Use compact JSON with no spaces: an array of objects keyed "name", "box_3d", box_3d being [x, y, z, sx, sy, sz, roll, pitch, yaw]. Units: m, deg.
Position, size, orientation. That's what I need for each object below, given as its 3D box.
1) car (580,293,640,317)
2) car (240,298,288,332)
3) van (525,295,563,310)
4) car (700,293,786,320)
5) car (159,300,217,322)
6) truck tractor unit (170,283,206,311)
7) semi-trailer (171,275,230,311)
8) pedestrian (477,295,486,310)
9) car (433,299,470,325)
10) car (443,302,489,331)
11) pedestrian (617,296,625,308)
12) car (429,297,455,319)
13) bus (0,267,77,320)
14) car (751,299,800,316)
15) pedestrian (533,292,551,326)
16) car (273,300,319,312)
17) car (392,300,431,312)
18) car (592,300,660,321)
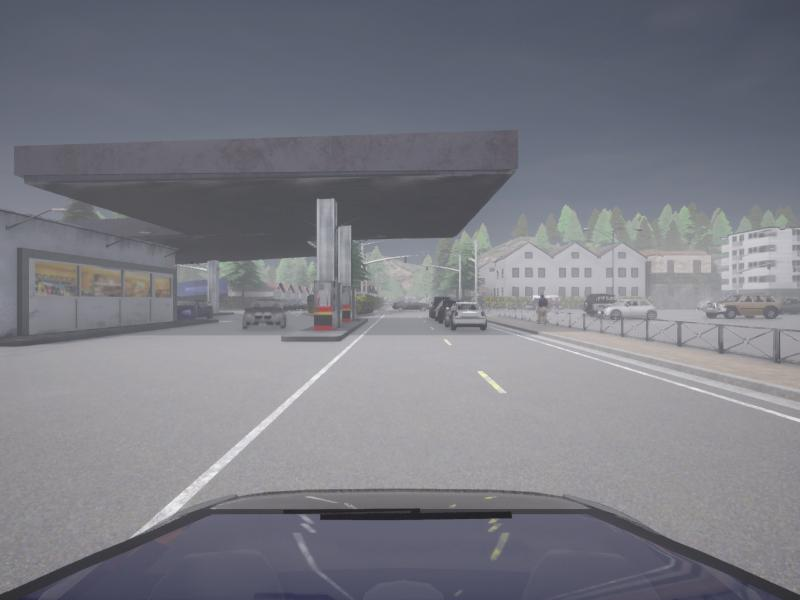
[{"name":"car","box_3d":[16.857,0.420,32.239,3.866,1.878,1.905,0,0,0]},{"name":"car","box_3d":[-7.542,0.756,22.605,2.242,1.667,4.611,0,0,-14]},{"name":"van","box_3d":[19.682,0.380,54.917,4.480,2.038,2.069,0,0,-4]},{"name":"car","box_3d":[24.737,0.441,28.980,4.605,1.855,1.932,0,0,0]},{"name":"car","box_3d":[-17.145,0.824,32.665,2.242,1.667,4.611,0,0,0]},{"name":"truck tractor unit","box_3d":[-33.708,-0.521,63.959,3.053,4.208,6.516,0,0,-7]},{"name":"semi-trailer","box_3d":[-29.183,-0.813,57.911,14.254,4.402,2.717,-3,1,43]},{"name":"pedestrian","box_3d":[9.583,0.293,47.206,0.751,1.860,0.751,0,0,-21]},{"name":"car","box_3d":[3.572,0.778,28.533,2.033,1.649,4.856,0,0,0]},{"name":"car","box_3d":[3.559,0.853,22.210,1.970,1.475,3.806,0,0,0]},{"name":"pedestrian","box_3d":[33.055,0.299,59.814,0.751,1.860,0.751,0,0,3]},{"name":"car","box_3d":[3.589,0.646,34.986,1.905,1.878,3.866,0,0,0]},{"name":"bus","box_3d":[-33.989,-0.535,34.428,3.944,4.253,10.273,0,0,0]},{"name":"car","box_3d":[34.723,0.641,35.957,4.514,1.523,2.007,0,0,0]},{"name":"pedestrian","box_3d":[7.789,0.485,21.970,0.751,1.860,0.751,0,0,0]},{"name":"car","box_3d":[-13.263,0.770,51.275,5.357,1.411,2.033,-1,2,-1]},{"name":"car","box_3d":[1.468,0.749,51.349,4.902,1.511,2.128,-1,0,0]},{"name":"car","box_3d":[16.258,0.704,28.912,3.806,1.475,1.970,0,0,0]}]
